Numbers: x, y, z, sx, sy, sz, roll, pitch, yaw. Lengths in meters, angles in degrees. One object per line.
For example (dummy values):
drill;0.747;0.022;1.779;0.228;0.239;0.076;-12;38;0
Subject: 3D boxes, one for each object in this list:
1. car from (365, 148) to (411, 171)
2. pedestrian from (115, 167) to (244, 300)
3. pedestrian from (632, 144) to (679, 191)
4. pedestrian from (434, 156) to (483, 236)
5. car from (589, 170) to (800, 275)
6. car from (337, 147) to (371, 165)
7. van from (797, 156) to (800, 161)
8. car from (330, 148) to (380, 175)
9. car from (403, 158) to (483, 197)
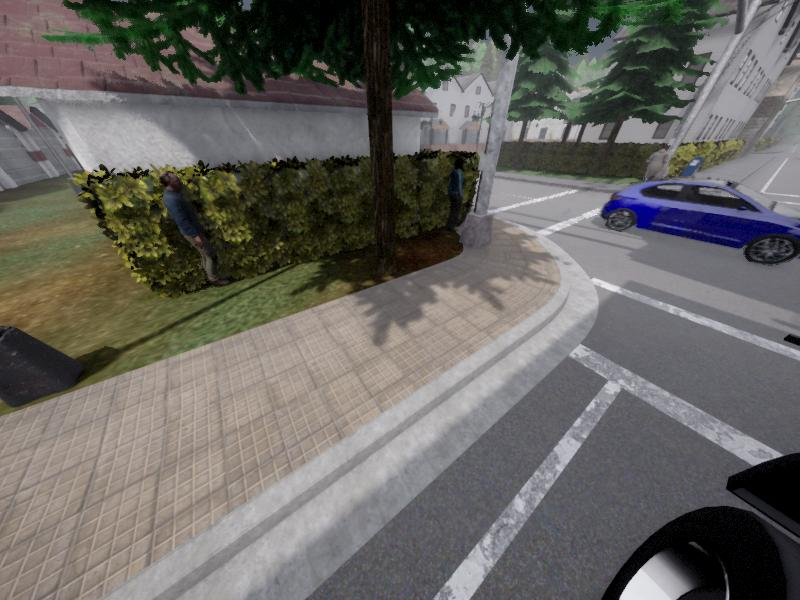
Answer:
car;-1.236;-13.529;22.128;1.882;1.535;5.008;-22;41;-28
pedestrian;-3.354;-1.059;3.779;0.751;1.860;0.751;-19;39;-25
pedestrian;12.110;-6.292;10.993;0.751;1.860;0.751;29;45;35
pedestrian;1.532;-2.847;6.357;0.751;1.860;0.751;-15;38;-19
car;8.075;-2.325;6.102;1.816;1.474;4.193;-23;41;-27
car;-5.451;-17.006;27.093;1.882;1.535;5.008;-22;41;-28
van;45.029;-16.016;24.568;4.480;2.038;2.069;-22;41;-28
car;-4.034;-12.326;20.367;2.152;1.651;5.027;-22;41;-28
car;2.212;-7.084;13.098;1.994;1.385;4.181;-22;41;-28
